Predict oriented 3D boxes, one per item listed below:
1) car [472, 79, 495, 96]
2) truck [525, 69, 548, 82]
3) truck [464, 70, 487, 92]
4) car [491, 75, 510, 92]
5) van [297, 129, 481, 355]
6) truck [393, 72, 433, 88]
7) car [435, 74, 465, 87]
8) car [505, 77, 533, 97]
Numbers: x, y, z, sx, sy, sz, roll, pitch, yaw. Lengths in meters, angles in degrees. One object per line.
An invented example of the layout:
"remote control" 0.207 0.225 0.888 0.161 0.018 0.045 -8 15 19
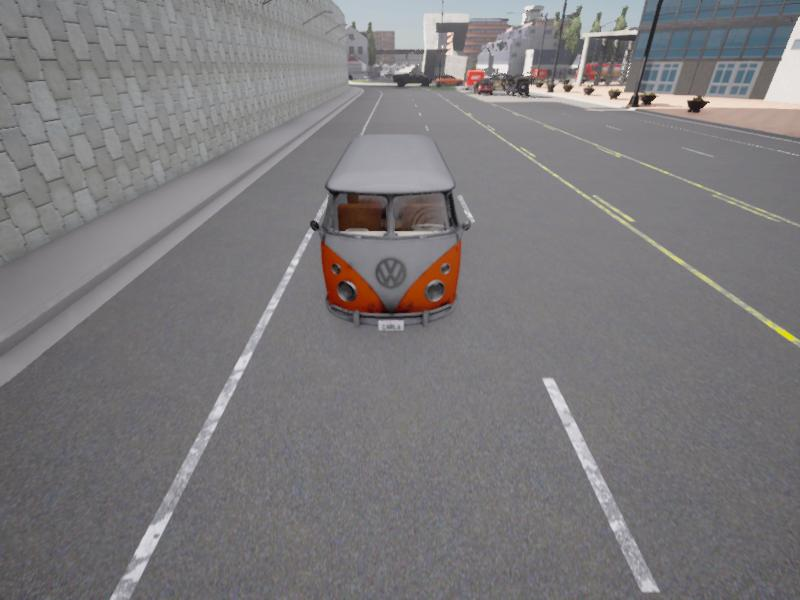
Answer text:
"car" 10.081 -25.800 48.489 1.851 1.617 3.988 0 30 0
"truck" 29.613 -48.833 86.976 2.627 2.467 5.204 -4 31 -6
"truck" 10.666 -31.256 56.970 2.627 2.467 5.204 3 31 5
"car" 14.042 -30.453 56.166 1.932 1.855 4.605 3 30 6
"van" -0.119 -1.316 6.276 1.775 1.987 4.442 0 30 0
"truck" 2.124 -36.125 65.627 6.274 2.098 2.390 5 31 9
"car" 8.558 -37.635 68.521 4.553 1.767 2.097 -5 31 -8
"car" 13.567 -24.416 45.832 1.905 1.878 3.866 0 30 0
